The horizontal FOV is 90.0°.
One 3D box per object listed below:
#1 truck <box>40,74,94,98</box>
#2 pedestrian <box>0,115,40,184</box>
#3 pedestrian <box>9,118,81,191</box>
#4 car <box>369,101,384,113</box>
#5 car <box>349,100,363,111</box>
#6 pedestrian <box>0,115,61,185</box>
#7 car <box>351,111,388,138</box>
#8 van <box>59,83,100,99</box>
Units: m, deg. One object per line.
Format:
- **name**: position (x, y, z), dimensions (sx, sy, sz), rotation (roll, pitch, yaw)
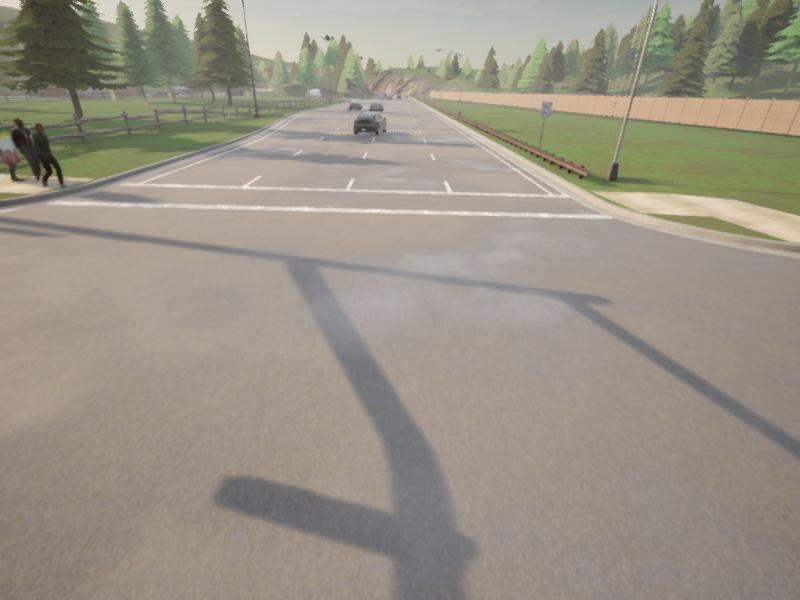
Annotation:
- **truck**: position (-64.641, -41.642, 78.031), dimensions (2.891, 3.827, 8.468), rotation (1, 28, -1)
- **pedestrian**: position (-11.937, -4.553, 12.107), dimensions (0.751, 1.860, 0.751), rotation (-2, 28, -7)
- **pedestrian**: position (-10.178, -4.196, 11.533), dimensions (0.751, 1.860, 0.751), rotation (5, 28, 6)
- **car**: position (-3.622, -29.840, 61.811), dimensions (1.994, 1.385, 4.181), rotation (1, 28, -1)
- **car**: position (-7.128, -31.496, 64.678), dimensions (1.812, 1.442, 4.674), rotation (1, 28, -1)
- **pedestrian**: position (-11.234, -4.526, 12.097), dimensions (0.751, 1.860, 0.751), rotation (14, 30, 22)
- **car**: position (-2.226, -13.527, 30.606), dimensions (1.837, 1.490, 4.892), rotation (5, 28, 7)
- **van**: position (-61.161, -39.979, 76.567), dimensions (2.351, 2.431, 6.366), rotation (1, 28, -1)
